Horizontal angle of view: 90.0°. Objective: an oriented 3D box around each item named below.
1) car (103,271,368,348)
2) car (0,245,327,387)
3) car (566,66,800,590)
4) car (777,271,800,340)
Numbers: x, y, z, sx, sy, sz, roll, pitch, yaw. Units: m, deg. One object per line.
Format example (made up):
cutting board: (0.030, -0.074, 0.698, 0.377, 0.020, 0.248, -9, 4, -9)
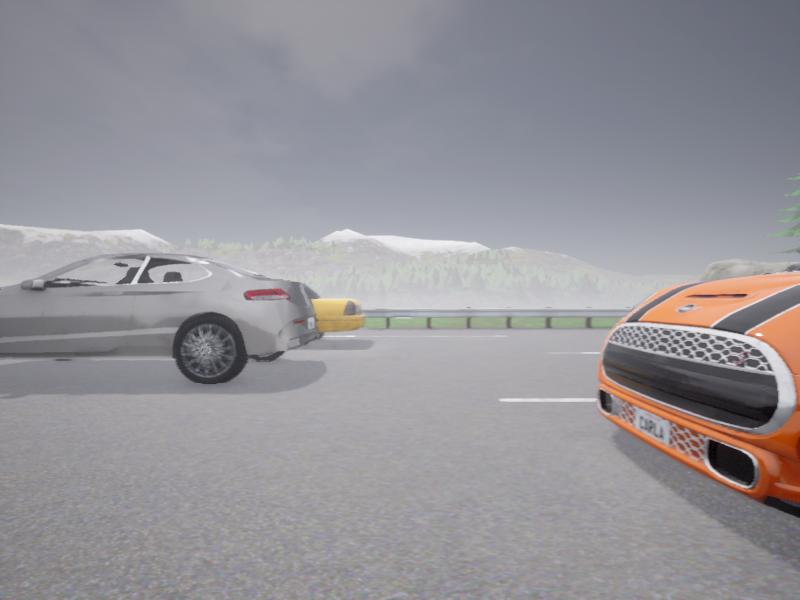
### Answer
car: (-3.487, 0.204, 9.202, 5.366, 1.575, 1.801, 0, 0, 0)
car: (-3.759, 0.185, 5.701, 5.027, 1.651, 2.152, 0, 0, 0)
car: (3.626, 0.090, 2.198, 4.553, 1.767, 2.097, 0, 0, 0)
car: (12.015, 0.144, 9.191, 4.611, 1.667, 2.242, 0, 0, 0)
